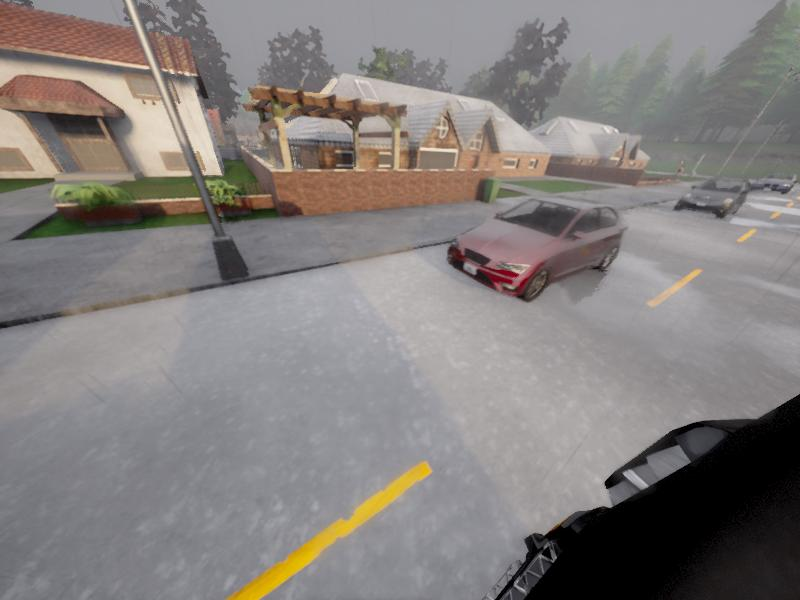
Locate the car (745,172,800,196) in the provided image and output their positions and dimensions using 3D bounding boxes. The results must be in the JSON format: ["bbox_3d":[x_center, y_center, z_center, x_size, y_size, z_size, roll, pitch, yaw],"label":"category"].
[{"bbox_3d":[35.765,-11.158,21.993,4.611,1.667,2.242,-17,38,-27],"label":"car"}]

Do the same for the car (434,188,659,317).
[{"bbox_3d":[3.033,-1.329,4.853,4.193,1.474,1.816,-17,38,-27],"label":"car"}]

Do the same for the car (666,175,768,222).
[{"bbox_3d":[15.608,-5.114,11.399,3.988,1.617,1.851,-16,38,-27],"label":"car"}]

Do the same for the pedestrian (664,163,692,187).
[{"bbox_3d":[25.847,-11.620,21.526,0.751,1.860,0.751,-12,36,-21],"label":"pedestrian"}]
